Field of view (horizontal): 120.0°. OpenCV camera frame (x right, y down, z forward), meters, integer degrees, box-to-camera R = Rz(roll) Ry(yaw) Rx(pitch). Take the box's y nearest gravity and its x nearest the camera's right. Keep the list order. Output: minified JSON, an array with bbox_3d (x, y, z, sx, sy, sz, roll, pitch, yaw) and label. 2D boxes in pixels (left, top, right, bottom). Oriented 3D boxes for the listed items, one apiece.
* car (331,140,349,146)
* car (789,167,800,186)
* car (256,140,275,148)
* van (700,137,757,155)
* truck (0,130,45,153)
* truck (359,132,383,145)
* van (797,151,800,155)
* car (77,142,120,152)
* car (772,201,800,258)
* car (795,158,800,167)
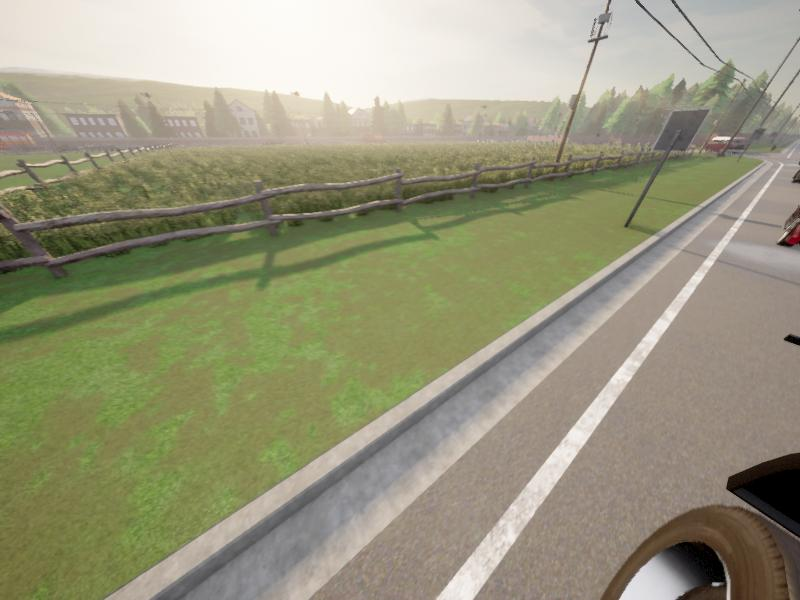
[{"bbox_3d":[-20.024,-52.283,76.894,5.366,1.575,1.801,-22,41,-28],"label":"car"},{"bbox_3d":[24.048,-7.316,12.686,5.027,1.651,2.152,-22,41,-28],"label":"car"},{"bbox_3d":[-37.077,-43.081,63.693,3.866,1.878,1.905,-22,41,-28],"label":"car"},{"bbox_3d":[47.000,-22.205,33.261,2.069,2.038,4.480,8,36,11],"label":"van"},{"bbox_3d":[-82.586,-32.884,47.893,8.468,3.827,2.891,-22,41,-28],"label":"truck"},{"bbox_3d":[-10.561,-59.499,85.066,8.468,3.827,2.891,-22,41,-28],"label":"truck"},{"bbox_3d":[58.904,-21.854,32.326,6.366,2.431,2.351,-22,41,-28],"label":"van"},{"bbox_3d":[-66.137,-33.712,50.838,5.238,1.638,1.930,-22,41,-28],"label":"car"},{"bbox_3d":[11.037,-1.911,5.342,4.181,1.385,1.994,-22,41,-28],"label":"car"},{"bbox_3d":[37.401,-12.702,20.337,4.792,1.488,2.163,-22,41,-28],"label":"car"}]
